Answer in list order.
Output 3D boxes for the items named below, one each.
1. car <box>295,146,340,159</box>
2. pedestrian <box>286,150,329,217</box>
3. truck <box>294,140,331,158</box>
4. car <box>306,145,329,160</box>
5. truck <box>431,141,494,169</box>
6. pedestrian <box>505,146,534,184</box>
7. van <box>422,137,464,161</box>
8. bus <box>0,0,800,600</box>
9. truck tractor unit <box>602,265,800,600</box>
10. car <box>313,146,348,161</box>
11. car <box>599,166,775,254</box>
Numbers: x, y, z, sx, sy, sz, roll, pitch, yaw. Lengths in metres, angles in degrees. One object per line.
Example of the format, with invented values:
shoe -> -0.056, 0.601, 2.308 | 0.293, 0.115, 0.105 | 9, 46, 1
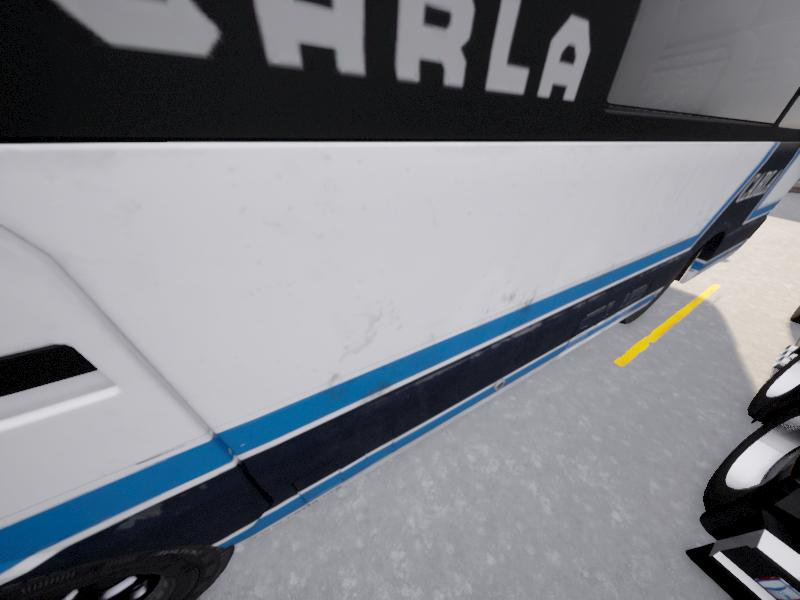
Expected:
car -> -11.122, -20.100, 31.422 | 5.357, 1.415, 2.033 | -18, 39, -24
pedestrian -> -2.944, -3.749, 7.512 | 0.751, 1.860, 0.751 | -1, 35, -2
truck -> -12.923, -22.380, 34.137 | 4.478, 2.038, 2.069 | -18, 39, -24
car -> -11.150, -20.001, 31.155 | 1.789, 1.547, 3.705 | -18, 39, -24
truck -> 6.110, -14.955, 23.676 | 2.390, 2.098, 6.274 | -18, 39, -24
pedestrian -> 6.999, -7.960, 13.626 | 0.751, 1.860, 0.751 | -19, 39, -25
van -> 5.581, -20.389, 31.090 | 1.988, 2.561, 5.915 | -18, 39, -24
bus -> 0.979, -1.488, 2.421 | 10.273, 4.253, 3.944 | -17, 38, -23
truck tractor unit -> 5.112, -0.299, 0.782 | 6.516, 4.208, 3.053 | -18, 39, -24
car -> -8.465, -17.928, 28.215 | 3.633, 1.501, 1.845 | -18, 39, -24
car -> 8.772, -3.028, 7.085 | 4.902, 1.511, 2.128 | -20, 40, -27
